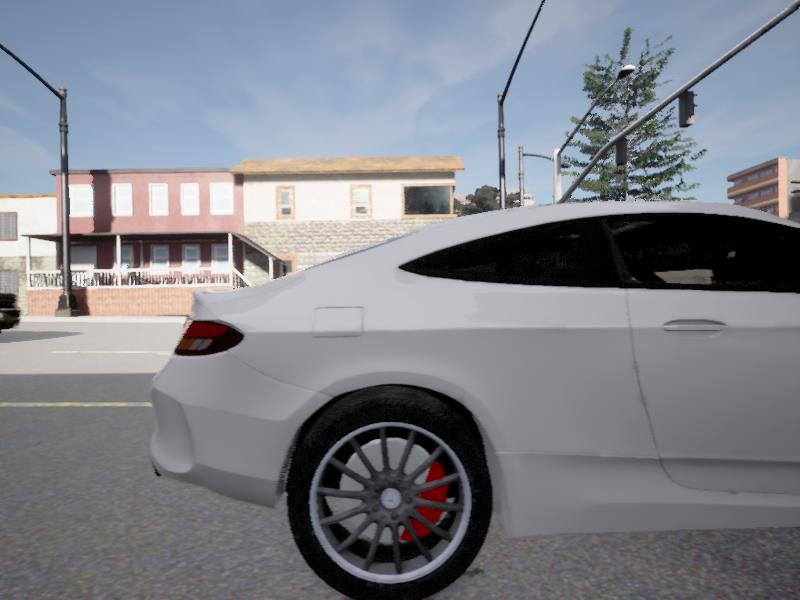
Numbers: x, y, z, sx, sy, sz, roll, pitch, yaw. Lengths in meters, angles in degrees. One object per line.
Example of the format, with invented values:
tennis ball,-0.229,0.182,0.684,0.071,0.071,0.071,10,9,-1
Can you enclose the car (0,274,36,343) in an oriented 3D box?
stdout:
car,-11.498,0.171,8.917,5.008,1.535,1.882,1,0,-1

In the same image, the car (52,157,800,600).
car,1.234,0.268,2.204,4.674,1.442,1.812,0,0,-1

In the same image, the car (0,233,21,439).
car,-4.943,0.247,2.066,4.193,1.474,1.816,0,0,-1

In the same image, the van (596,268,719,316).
van,15.382,-0.397,24.192,5.915,2.561,1.988,-1,0,44
